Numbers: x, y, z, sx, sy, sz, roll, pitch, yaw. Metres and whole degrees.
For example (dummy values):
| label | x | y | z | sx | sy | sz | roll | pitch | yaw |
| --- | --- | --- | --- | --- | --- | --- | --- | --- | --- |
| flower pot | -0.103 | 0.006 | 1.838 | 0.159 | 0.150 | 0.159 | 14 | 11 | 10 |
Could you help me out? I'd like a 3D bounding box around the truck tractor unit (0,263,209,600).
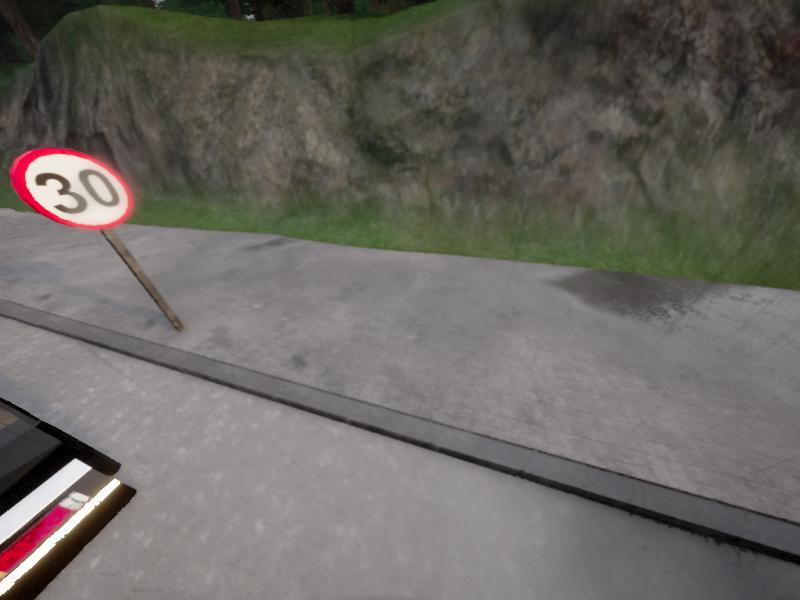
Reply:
| label | x | y | z | sx | sy | sz | roll | pitch | yaw |
| --- | --- | --- | --- | --- | --- | --- | --- | --- | --- |
| truck tractor unit | -5.295 | -0.057 | 0.468 | 6.516 | 4.208 | 3.053 | 10 | 37 | 14 |
